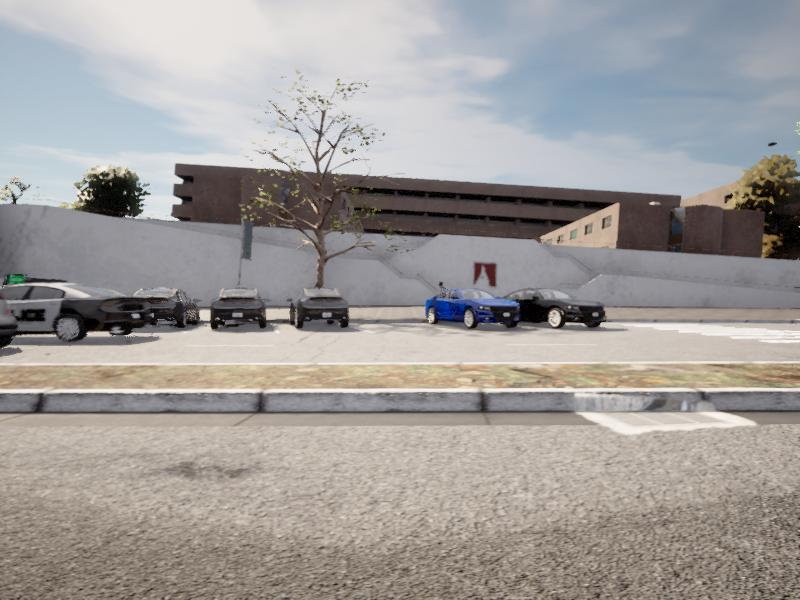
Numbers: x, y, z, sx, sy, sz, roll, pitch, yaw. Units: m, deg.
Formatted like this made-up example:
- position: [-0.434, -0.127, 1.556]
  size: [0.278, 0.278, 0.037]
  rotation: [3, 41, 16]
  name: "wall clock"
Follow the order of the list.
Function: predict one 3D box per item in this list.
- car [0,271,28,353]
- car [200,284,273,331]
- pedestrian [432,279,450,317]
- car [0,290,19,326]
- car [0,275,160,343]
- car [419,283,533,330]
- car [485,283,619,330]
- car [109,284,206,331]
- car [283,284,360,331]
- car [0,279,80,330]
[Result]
- position: [-9.954, 0.245, 7.663]
  size: [3.988, 1.617, 1.851]
  rotation: [0, 0, 1]
  name: "car"
- position: [-6.197, 0.278, 15.602]
  size: [2.231, 1.521, 4.892]
  rotation: [0, -1, -19]
  name: "car"
- position: [2.116, -0.093, 20.585]
  size: [0.751, 1.860, 0.751]
  rotation: [4, 0, 2]
  name: "pedestrian"
- position: [-18.005, 0.336, 15.927]
  size: [2.097, 1.535, 5.008]
  rotation: [0, -1, -17]
  name: "car"
- position: [-9.574, 0.232, 10.652]
  size: [5.238, 1.638, 1.930]
  rotation: [0, 0, 1]
  name: "car"
- position: [2.675, 0.252, 15.645]
  size: [2.097, 1.535, 5.008]
  rotation: [0, -1, -20]
  name: "car"
- position: [5.637, 0.249, 15.684]
  size: [2.097, 1.535, 5.008]
  rotation: [0, -1, -21]
  name: "car"
- position: [-9.153, 0.291, 15.641]
  size: [2.231, 1.521, 4.892]
  rotation: [0, -1, -18]
  name: "car"
- position: [-3.238, 0.268, 15.588]
  size: [2.231, 1.521, 4.892]
  rotation: [0, -1, -19]
  name: "car"
- position: [-15.063, 0.195, 15.843]
  size: [2.185, 1.767, 4.553]
  rotation: [0, -1, -17]
  name: "car"
